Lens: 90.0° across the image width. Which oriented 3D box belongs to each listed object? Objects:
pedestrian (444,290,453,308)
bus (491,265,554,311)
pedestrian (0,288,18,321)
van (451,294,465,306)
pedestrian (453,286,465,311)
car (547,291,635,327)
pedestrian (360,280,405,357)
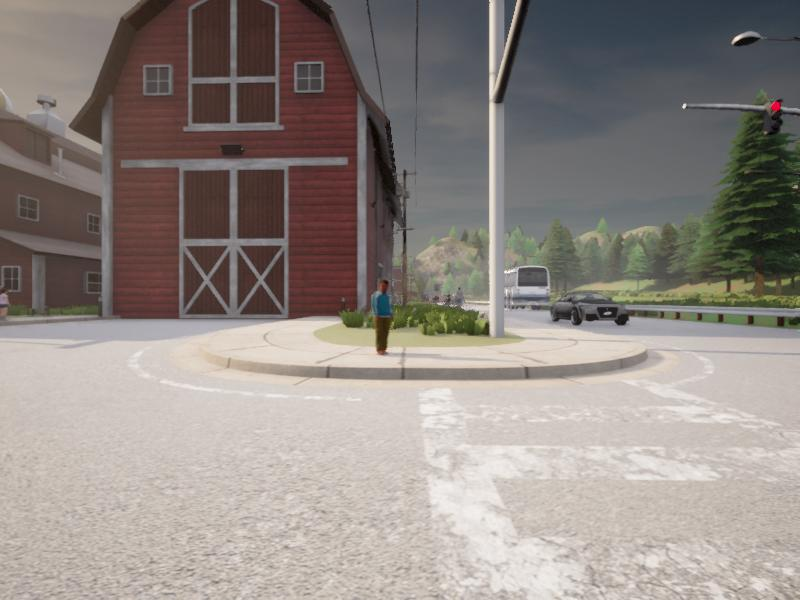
[{"bbox_3d":[5.083,-0.088,41.877,0.751,1.860,0.751,0,0,-6],"label":"pedestrian"},{"bbox_3d":[12.560,-1.103,42.477,3.944,4.253,10.273,0,0,2],"label":"bus"},{"bbox_3d":[-13.418,0.140,13.544,0.500,1.100,0.500,0,0,15],"label":"pedestrian"},{"bbox_3d":[10.470,0.003,72.673,2.069,2.038,4.480,0,0,2],"label":"van"},{"bbox_3d":[4.429,-0.088,30.132,0.751,1.860,0.751,0,0,-1],"label":"pedestrian"},{"bbox_3d":[8.106,0.337,17.447,1.994,1.385,4.181,0,0,2],"label":"car"},{"bbox_3d":[-0.264,0.264,6.044,0.500,1.100,0.500,0,0,-31],"label":"pedestrian"}]
